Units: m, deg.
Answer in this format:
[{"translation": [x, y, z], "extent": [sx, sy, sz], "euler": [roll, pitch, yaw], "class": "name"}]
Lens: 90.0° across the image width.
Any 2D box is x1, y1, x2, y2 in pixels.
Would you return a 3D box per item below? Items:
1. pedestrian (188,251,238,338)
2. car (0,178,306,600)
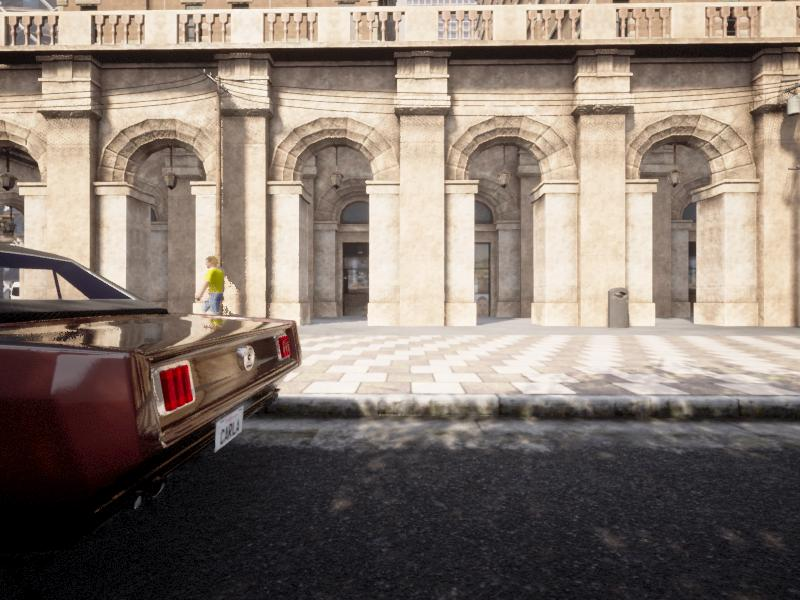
[{"translation": [-4.172, -0.115, 8.979], "extent": [0.751, 1.860, 0.751], "euler": [0, 0, 2], "class": "pedestrian"}, {"translation": [-3.058, 0.338, 2.008], "extent": [4.718, 1.301, 1.895], "euler": [0, 0, 1], "class": "car"}]
